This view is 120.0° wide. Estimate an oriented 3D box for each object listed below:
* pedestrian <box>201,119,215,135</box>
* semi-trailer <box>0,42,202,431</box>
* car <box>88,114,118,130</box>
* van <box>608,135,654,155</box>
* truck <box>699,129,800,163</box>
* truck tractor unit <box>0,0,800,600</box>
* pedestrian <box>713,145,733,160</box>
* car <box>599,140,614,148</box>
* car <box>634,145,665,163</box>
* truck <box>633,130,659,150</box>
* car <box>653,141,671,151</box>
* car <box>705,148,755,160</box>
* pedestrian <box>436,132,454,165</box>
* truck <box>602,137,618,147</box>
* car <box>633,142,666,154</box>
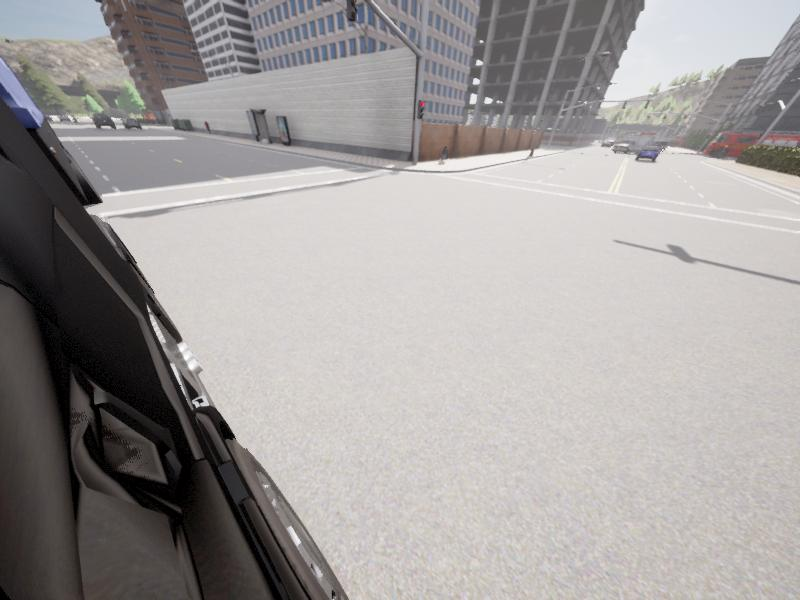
[{"bbox_3d":[-27.916,-25.089,33.556,0.751,1.860,0.751,31,45,32],"label":"pedestrian"},{"bbox_3d":[-8.699,-3.613,4.214,14.254,4.402,2.717,28,44,30],"label":"semi-trailer"},{"bbox_3d":[-51.929,-31.189,40.367,5.566,2.045,2.150,28,44,30],"label":"car"},{"bbox_3d":[38.074,-25.499,38.078,6.366,2.431,2.351,-14,40,-21],"label":"van"},{"bbox_3d":[55.152,-24.436,36.537,8.468,3.827,2.891,27,43,29],"label":"truck"},{"bbox_3d":[-2.645,-0.295,0.351,6.516,4.208,3.053,28,44,30],"label":"truck tractor unit"},{"bbox_3d":[49.986,-22.892,35.763,0.751,1.860,0.751,0,37,-4],"label":"pedestrian"},{"bbox_3d":[52.456,-39.555,58.592,2.033,1.411,5.357,28,44,30],"label":"car"},{"bbox_3d":[30.355,-17.880,28.177,2.007,1.525,4.514,29,44,31],"label":"car"},{"bbox_3d":[62.230,-40.666,58.656,2.891,3.827,8.468,28,44,30],"label":"truck"},{"bbox_3d":[61.622,-36.224,54.322,1.905,1.878,3.866,28,44,30],"label":"car"},{"bbox_3d":[56.781,-25.261,39.848,4.718,1.301,1.895,27,43,29],"label":"car"},{"bbox_3d":[3.183,-10.704,16.343,0.751,1.860,0.751,25,42,27],"label":"pedestrian"},{"bbox_3d":[58.151,-43.735,63.949,2.390,2.098,6.274,28,44,30],"label":"truck"},{"bbox_3d":[48.463,-29.643,45.005,3.988,1.617,1.851,27,43,29],"label":"car"}]
